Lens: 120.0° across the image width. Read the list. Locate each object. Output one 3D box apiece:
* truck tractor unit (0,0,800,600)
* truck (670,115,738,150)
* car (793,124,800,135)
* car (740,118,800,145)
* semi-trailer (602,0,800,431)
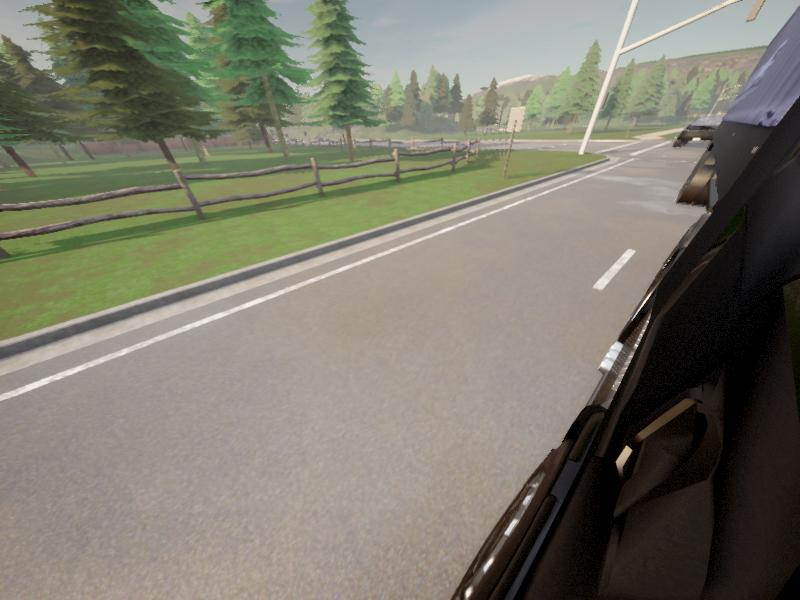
[{"bbox_3d":[2.645,-0.295,0.352,6.516,4.208,3.053,-28,44,-30],"label":"truck tractor unit"},{"bbox_3d":[25.668,-14.186,19.475,6.274,2.098,2.390,-28,43,-30],"label":"truck"},{"bbox_3d":[46.665,-19.600,25.839,4.856,1.649,2.033,-28,43,-30],"label":"car"},{"bbox_3d":[32.174,-14.699,20.149,5.027,1.651,2.152,-28,43,-30],"label":"car"},{"bbox_3d":[8.471,-3.731,4.466,14.254,4.402,2.717,-31,45,-32],"label":"semi-trailer"}]
